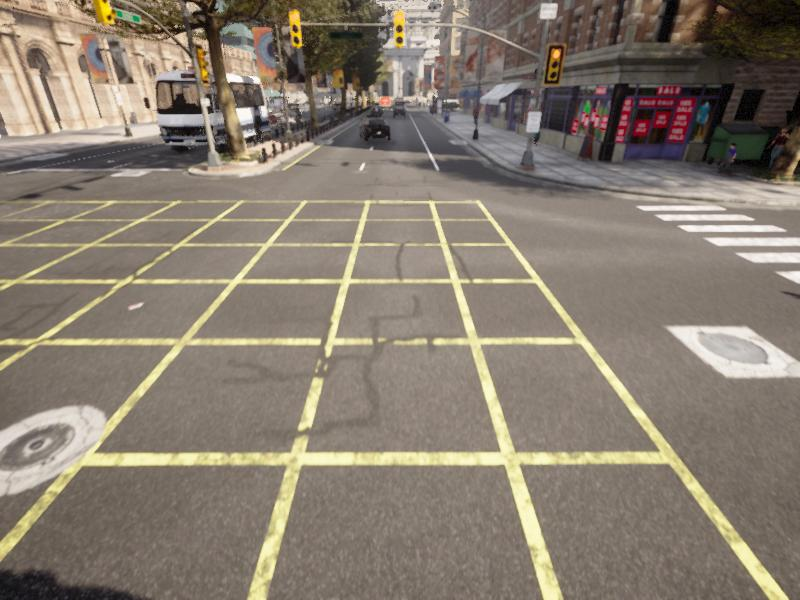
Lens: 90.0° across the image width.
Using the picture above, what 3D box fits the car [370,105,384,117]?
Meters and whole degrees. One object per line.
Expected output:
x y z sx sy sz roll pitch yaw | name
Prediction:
-3.575 -29.737 62.927 1.970 1.475 3.806 0 27 0 | car

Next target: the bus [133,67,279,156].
-11.410 -12.145 25.614 3.944 4.253 10.273 0 27 0 | bus

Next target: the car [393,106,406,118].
-0.074 -28.155 59.830 1.837 1.490 4.892 0 27 0 | car

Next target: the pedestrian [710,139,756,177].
12.976 -5.546 15.636 0.751 1.300 0.751 -1 27 -1 | pedestrian

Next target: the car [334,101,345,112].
-12.188 -38.806 80.140 1.932 1.855 4.605 -3 27 -8 | car

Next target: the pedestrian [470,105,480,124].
8.031 -19.871 42.918 0.751 1.860 0.751 0 27 1 | pedestrian

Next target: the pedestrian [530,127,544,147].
8.384 -9.967 24.460 0.500 1.100 0.500 -1 27 -2 | pedestrian

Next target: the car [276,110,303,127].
-11.766 -19.452 42.826 1.845 1.501 3.633 -1 27 -2 | car

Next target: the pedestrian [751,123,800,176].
14.787 -5.878 15.672 0.751 1.860 0.751 -3 27 -5 | pedestrian

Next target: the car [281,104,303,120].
-15.071 -26.311 55.785 1.905 1.878 3.866 0 27 0 | car

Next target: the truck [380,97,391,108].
-3.623 -49.579 100.486 2.627 2.467 5.204 0 27 0 | truck

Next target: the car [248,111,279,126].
-15.035 -20.174 44.405 1.994 1.385 4.181 0 27 0 | car

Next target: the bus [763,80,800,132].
38.160 -16.589 34.330 3.944 4.253 10.273 0 27 0 | bus

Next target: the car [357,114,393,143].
-1.981 -13.171 30.481 1.930 1.638 5.238 -5 28 -10 | car

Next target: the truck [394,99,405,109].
-0.121 -48.027 97.875 2.390 2.098 6.274 0 27 0 | truck

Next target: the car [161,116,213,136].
-18.292 -15.131 34.646 1.895 1.301 4.718 0 27 0 | car
